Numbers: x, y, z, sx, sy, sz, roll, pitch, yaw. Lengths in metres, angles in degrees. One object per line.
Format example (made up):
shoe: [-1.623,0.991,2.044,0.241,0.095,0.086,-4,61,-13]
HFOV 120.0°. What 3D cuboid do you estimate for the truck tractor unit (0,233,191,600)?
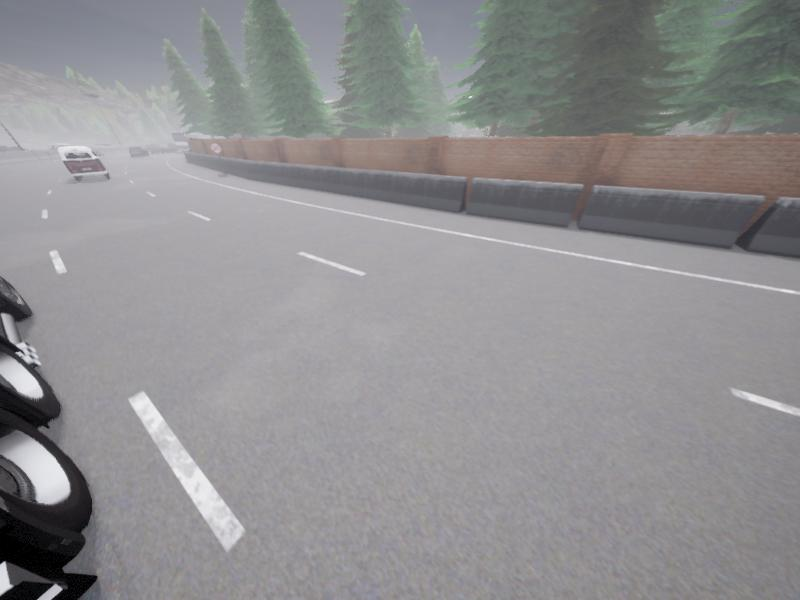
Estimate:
truck tractor unit: [-5.064,-0.342,0.858,6.516,4.208,3.053,20,40,27]

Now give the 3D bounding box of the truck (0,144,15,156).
truck: [-81.698,-29.705,45.795,2.390,2.098,6.274,-14,37,-19]

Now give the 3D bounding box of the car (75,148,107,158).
car: [-55.298,-26.380,41.438,1.994,1.385,4.181,-19,39,-25]

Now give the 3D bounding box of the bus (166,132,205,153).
bus: [-55.555,-41.181,60.343,3.944,4.253,10.273,-14,37,-18]

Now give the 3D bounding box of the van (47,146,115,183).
van: [-23.691,-10.326,17.377,4.480,2.038,2.069,28,44,34]

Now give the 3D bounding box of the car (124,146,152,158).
car: [-47.711,-27.093,42.186,2.033,1.649,4.856,-20,39,-25]
